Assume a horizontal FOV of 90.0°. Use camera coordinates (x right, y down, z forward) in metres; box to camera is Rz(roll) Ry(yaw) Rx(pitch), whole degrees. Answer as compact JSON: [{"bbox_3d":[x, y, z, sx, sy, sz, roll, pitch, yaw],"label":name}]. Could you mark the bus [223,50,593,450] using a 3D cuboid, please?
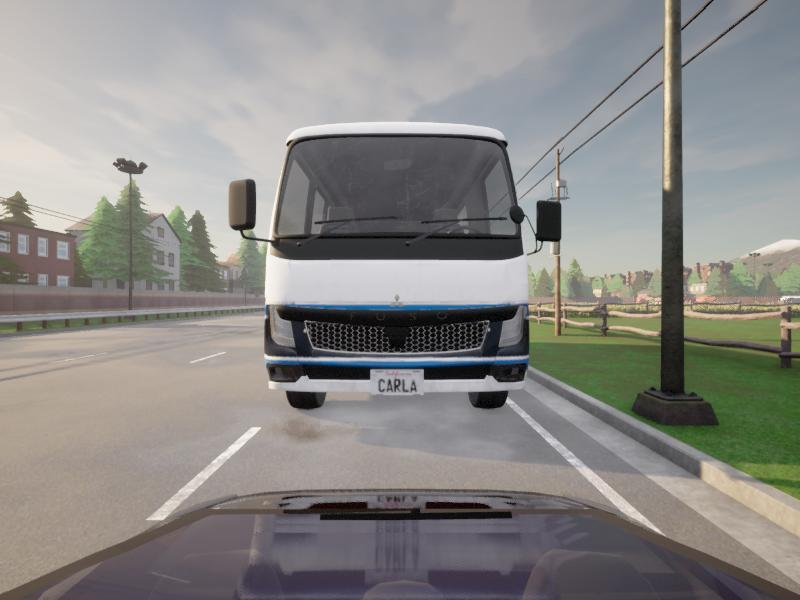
[{"bbox_3d":[0.062,-0.534,9.399,3.944,4.253,10.273,0,0,0],"label":"bus"}]
